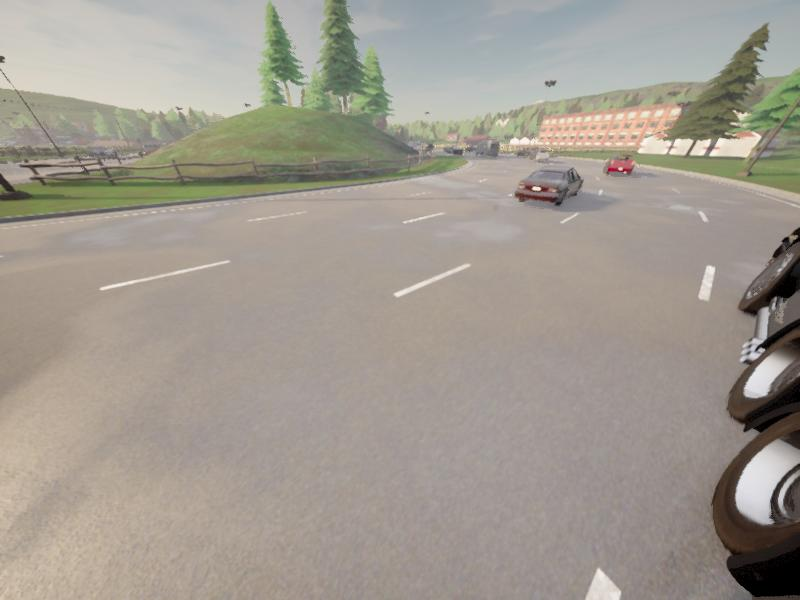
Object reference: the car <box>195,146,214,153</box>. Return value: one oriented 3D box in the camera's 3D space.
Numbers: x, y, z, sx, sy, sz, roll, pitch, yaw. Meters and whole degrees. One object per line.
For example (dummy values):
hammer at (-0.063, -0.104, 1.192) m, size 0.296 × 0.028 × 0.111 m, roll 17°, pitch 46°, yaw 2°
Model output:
car at (-46.481, -35.817, 54.961) m, size 1.994 × 1.385 × 4.181 m, roll -11°, pitch 36°, yaw -15°

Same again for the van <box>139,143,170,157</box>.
van at (-45.270, -27.781, 42.711) m, size 1.775 × 1.987 × 4.442 m, roll -11°, pitch 36°, yaw -15°

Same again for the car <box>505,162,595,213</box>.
car at (7.285, -5.572, 11.023) m, size 2.033 × 1.411 × 5.357 m, roll 28°, pitch 43°, yaw 34°

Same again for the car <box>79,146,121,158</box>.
car at (-51.426, -25.531, 39.808) m, size 2.038 × 1.542 × 4.974 m, roll -11°, pitch 36°, yaw -15°

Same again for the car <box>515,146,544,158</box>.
car at (23.099, -26.601, 41.532) m, size 2.242 × 1.667 × 4.611 m, roll -3°, pitch 35°, yaw -6°

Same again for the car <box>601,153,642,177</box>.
car at (19.105, -11.854, 20.117) m, size 1.845 × 1.501 × 3.633 m, roll 20°, pitch 39°, yaw 26°

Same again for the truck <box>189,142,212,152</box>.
truck at (-52.890, -40.715, 61.454) m, size 2.390 × 2.098 × 6.274 m, roll -11°, pitch 36°, yaw -15°

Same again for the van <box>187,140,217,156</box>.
van at (-39.333, -30.388, 46.148) m, size 2.351 × 2.431 × 6.366 m, roll -11°, pitch 36°, yaw -15°

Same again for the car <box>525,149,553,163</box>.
car at (19.591, -20.518, 32.764) m, size 1.845 × 1.501 × 3.633 m, roll 4°, pitch 35°, yaw 4°

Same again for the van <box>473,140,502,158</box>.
van at (15.887, -27.798, 42.484) m, size 1.988 × 2.561 × 5.915 m, roll -4°, pitch 35°, yaw -9°

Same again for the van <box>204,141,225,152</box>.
van at (-49.267, -40.958, 61.528) m, size 2.351 × 2.431 × 6.366 m, roll -11°, pitch 36°, yaw -15°

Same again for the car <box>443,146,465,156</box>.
car at (10.917, -30.549, 47.273) m, size 1.930 × 1.638 × 5.238 m, roll -9°, pitch 35°, yaw -14°

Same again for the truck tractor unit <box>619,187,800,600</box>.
truck tractor unit at (4.980, -0.408, 0.962) m, size 6.516 × 4.208 × 3.053 m, roll -23°, pitch 42°, yaw -30°
